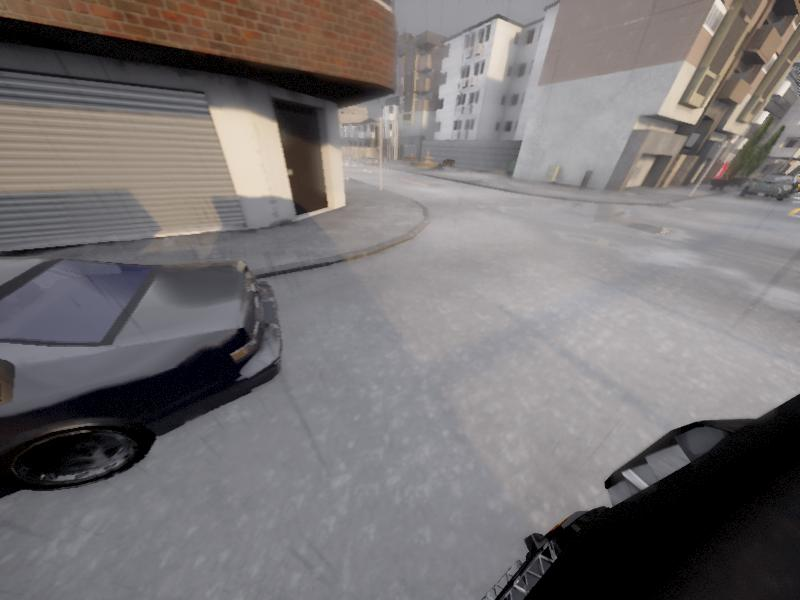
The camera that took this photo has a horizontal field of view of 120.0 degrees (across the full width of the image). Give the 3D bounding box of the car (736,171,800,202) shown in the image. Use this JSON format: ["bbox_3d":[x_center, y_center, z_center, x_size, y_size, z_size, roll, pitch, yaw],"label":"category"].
[{"bbox_3d":[29.028,-8.932,17.974,4.553,1.767,2.097,-16,38,-26],"label":"car"}]

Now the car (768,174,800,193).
[{"bbox_3d":[41.147,-12.270,24.194,3.806,1.475,1.970,-16,38,-26],"label":"car"}]

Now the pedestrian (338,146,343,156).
[{"bbox_3d":[-12.751,-31.851,49.320,0.751,1.860,0.751,-17,38,-27],"label":"pedestrian"}]

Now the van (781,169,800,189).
[{"bbox_3d":[49.048,-14.742,28.048,4.442,1.987,1.775,-16,38,-26],"label":"van"}]

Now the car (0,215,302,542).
[{"bbox_3d":[-3.756,0.649,1.457,5.357,1.411,2.033,-15,37,-25],"label":"car"}]

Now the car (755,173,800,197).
[{"bbox_3d":[35.175,-10.605,21.146,5.366,1.575,1.801,-16,38,-26],"label":"car"}]
